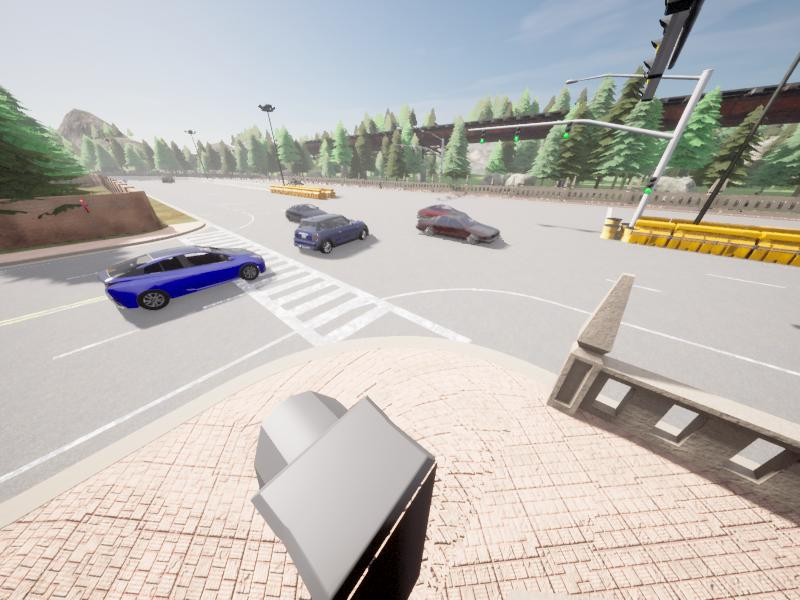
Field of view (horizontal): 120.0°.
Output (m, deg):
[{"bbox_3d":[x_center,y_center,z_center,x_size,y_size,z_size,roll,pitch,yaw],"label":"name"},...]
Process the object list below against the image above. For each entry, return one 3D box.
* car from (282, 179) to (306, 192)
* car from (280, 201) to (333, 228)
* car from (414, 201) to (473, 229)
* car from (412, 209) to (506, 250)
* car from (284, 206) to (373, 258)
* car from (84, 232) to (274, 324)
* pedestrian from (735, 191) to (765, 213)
[{"bbox_3d":[-20.248,-21.823,43.928,4.605,1.855,1.932,23,37,34],"label":"car"},{"bbox_3d":[-7.662,-7.092,18.921,4.181,1.385,1.994,23,37,34],"label":"car"},{"bbox_3d":[3.401,-6.992,18.747,4.181,1.385,1.994,23,37,34],"label":"car"},{"bbox_3d":[3.523,-4.657,14.678,5.357,1.411,2.033,23,37,34],"label":"car"},{"bbox_3d":[-3.830,-4.146,13.393,2.097,1.767,4.553,17,34,26],"label":"car"},{"bbox_3d":[-7.559,-1.163,8.494,2.007,1.525,4.514,21,36,32],"label":"car"},{"bbox_3d":[33.182,-9.319,21.933,0.751,1.860,0.751,23,37,34],"label":"pedestrian"}]
